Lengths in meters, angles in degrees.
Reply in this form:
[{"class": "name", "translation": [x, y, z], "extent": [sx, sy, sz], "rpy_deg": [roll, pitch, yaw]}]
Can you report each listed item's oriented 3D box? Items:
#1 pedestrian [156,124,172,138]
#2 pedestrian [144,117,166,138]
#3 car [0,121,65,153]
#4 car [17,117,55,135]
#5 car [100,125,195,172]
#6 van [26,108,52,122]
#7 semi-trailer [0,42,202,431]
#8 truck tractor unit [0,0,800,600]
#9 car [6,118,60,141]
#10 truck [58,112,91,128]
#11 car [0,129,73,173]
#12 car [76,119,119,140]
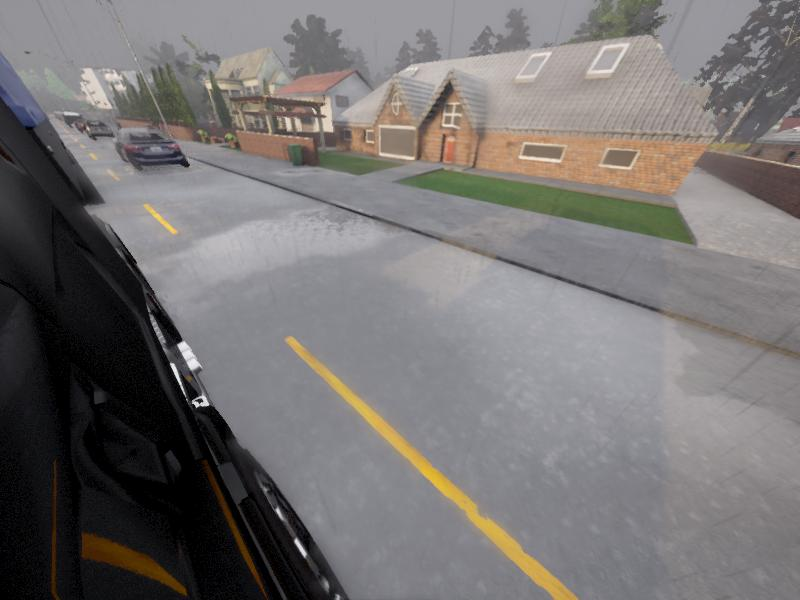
[{"class": "pedestrian", "translation": [-27.768, -19.897, 27.147], "extent": [0.751, 1.300, 0.751], "rpy_deg": [-17, 41, -24]}, {"class": "pedestrian", "translation": [-28.093, -19.775, 26.500], "extent": [0.751, 1.860, 0.751], "rpy_deg": [-1, 37, -5]}, {"class": "car", "translation": [-25.213, -11.224, 15.801], "extent": [4.514, 1.525, 2.007], "rpy_deg": [28, 44, 30]}, {"class": "car", "translation": [-41.782, -20.035, 26.588], "extent": [4.193, 1.474, 1.816], "rpy_deg": [28, 44, 30]}, {"class": "car", "translation": [-13.392, -8.118, 12.239], "extent": [4.611, 1.667, 2.242], "rpy_deg": [28, 44, 30]}, {"class": "van", "translation": [-85.768, -43.886, 54.924], "extent": [6.366, 2.431, 2.351], "rpy_deg": [28, 44, 30]}, {"class": "semi-trailer", "translation": [-8.689, -3.610, 4.240], "extent": [14.254, 4.402, 2.717], "rpy_deg": [28, 44, 30]}, {"class": "truck tractor unit", "translation": [-2.645, -0.295, 0.352], "extent": [6.516, 4.208, 3.053], "rpy_deg": [28, 44, 30]}, {"class": "car", "translation": [-33.574, -15.684, 21.242], "extent": [4.514, 1.525, 2.007], "rpy_deg": [28, 44, 30]}, {"class": "truck", "translation": [-57.599, -31.870, 40.872], "extent": [6.274, 2.098, 2.390], "rpy_deg": [28, 44, 30]}, {"class": "car", "translation": [-17.939, -7.281, 11.115], "extent": [4.181, 1.385, 1.994], "rpy_deg": [28, 44, 30]}, {"class": "car", "translation": [-31.340, -17.665, 23.935], "extent": [3.988, 1.617, 1.851], "rpy_deg": [28, 44, 30]}]
